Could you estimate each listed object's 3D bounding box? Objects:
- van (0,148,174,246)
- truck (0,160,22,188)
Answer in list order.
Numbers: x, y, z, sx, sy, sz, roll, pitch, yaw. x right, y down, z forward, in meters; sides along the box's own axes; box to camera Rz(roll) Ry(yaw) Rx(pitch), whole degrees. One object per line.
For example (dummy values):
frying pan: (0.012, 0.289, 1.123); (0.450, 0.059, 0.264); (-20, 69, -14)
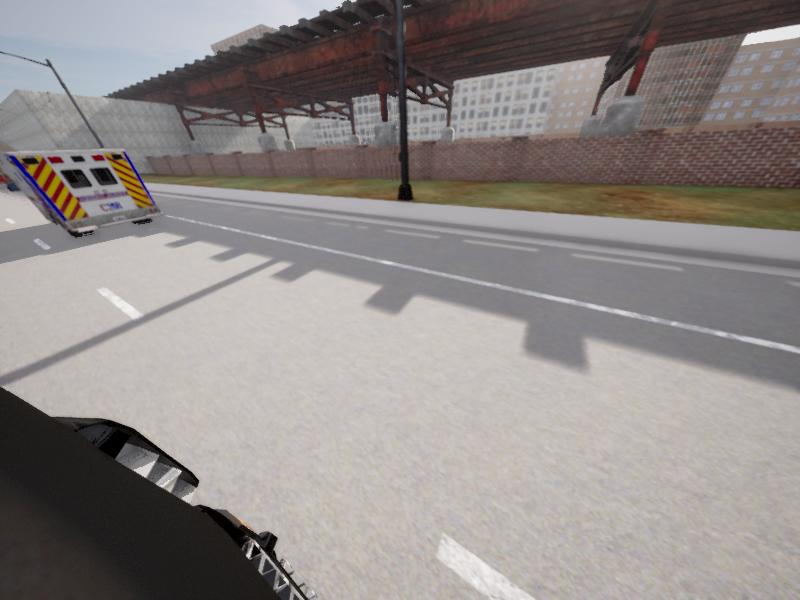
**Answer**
van: (-11.918, -4.036, 8.595); (6.366, 2.431, 2.351); (16, 38, 26)
truck: (-47.329, -14.823, 25.979); (8.468, 3.827, 2.891); (16, 38, 26)
